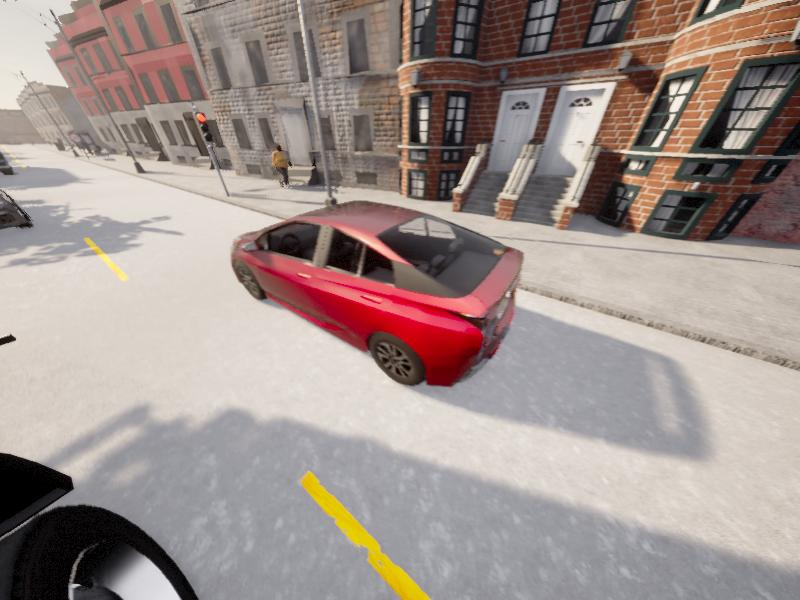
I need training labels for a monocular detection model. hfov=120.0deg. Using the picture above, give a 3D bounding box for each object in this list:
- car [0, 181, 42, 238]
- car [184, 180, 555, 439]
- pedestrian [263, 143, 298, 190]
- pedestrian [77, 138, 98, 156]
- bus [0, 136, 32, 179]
[{"bbox_3d":[-12.784,-2.848,6.386,4.611,1.667,2.242,21,40,26],"label":"car"},{"bbox_3d":[-0.696,-0.577,3.394,4.514,1.525,2.007,22,41,28],"label":"car"},{"bbox_3d":[-5.647,-6.338,11.007,0.751,1.860,0.751,15,38,20],"label":"pedestrian"},{"bbox_3d":[-38.888,-19.042,28.737,0.751,1.860,0.751,29,44,34],"label":"pedestrian"},{"bbox_3d":[-29.655,-10.713,15.154,10.273,4.253,3.944,23,41,28],"label":"bus"}]
